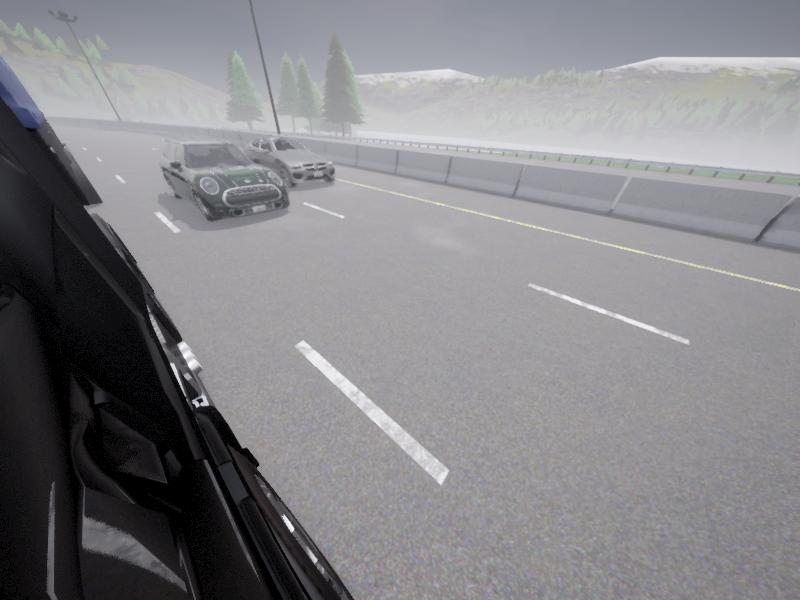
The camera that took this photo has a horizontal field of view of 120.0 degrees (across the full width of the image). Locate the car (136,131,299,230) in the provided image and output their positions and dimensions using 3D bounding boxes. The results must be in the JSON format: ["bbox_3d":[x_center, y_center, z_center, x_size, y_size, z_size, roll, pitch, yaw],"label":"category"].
[{"bbox_3d":[-5.411,-3.802,6.870,4.553,1.767,2.097,28,44,30],"label":"car"}]

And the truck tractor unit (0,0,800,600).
[{"bbox_3d":[-2.645,-0.295,0.351,6.516,4.208,3.053,28,44,30],"label":"truck tractor unit"}]

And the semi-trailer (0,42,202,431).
[{"bbox_3d":[-8.696,-3.617,4.215,14.254,4.402,2.717,28,44,30],"label":"semi-trailer"}]

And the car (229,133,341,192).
[{"bbox_3d":[-5.223,-6.376,10.455,5.027,1.651,2.152,28,44,30],"label":"car"}]

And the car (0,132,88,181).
[{"bbox_3d":[-15.700,-6.368,10.027,4.718,1.301,1.895,28,44,30],"label":"car"}]
